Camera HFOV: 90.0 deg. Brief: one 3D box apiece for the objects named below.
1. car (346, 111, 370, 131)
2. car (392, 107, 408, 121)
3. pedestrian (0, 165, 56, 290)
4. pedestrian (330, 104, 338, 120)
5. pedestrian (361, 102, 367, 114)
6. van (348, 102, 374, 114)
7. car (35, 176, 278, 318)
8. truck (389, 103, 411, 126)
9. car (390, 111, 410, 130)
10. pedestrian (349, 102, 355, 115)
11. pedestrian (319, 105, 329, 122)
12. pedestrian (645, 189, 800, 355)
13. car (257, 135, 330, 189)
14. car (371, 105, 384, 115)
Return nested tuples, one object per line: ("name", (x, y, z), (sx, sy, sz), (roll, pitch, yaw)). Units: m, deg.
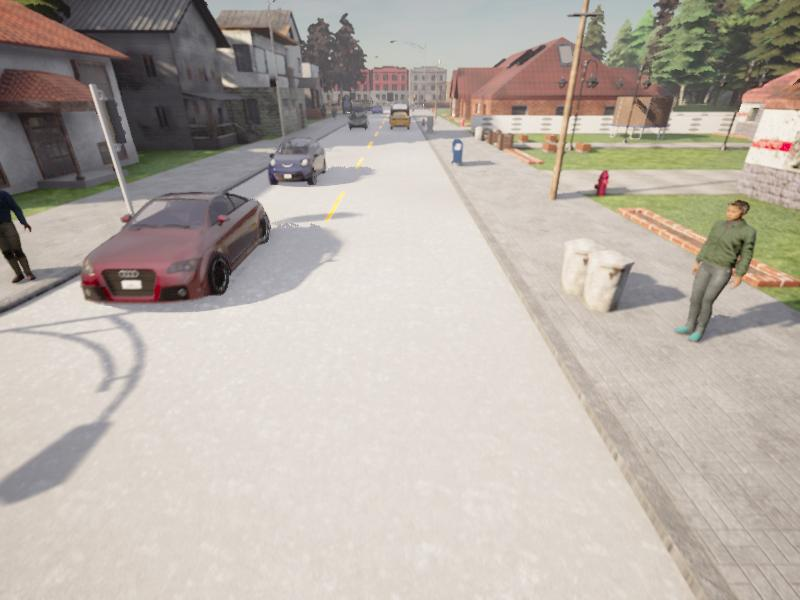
("car", (-4.002, -17.461, 38.928), (1.851, 1.617, 3.988), (0, 27, 0))
("car", (-0.012, -24.955, 53.647), (2.128, 1.511, 4.902), (0, 27, 0))
("pedestrian", (-6.621, -1.196, 6.650), (0.751, 1.860, 0.751), (-14, 30, -26))
("pedestrian", (-8.530, -24.430, 51.961), (0.751, 1.860, 0.751), (2, 27, 3))
("pedestrian", (-6.258, -33.197, 69.041), (0.751, 1.860, 0.751), (9, 28, 16))
("van", (-7.479, -36.855, 76.818), (4.442, 1.987, 1.775), (-8, 28, -15))
("car", (-3.999, -1.292, 7.655), (1.994, 1.385, 4.181), (0, 27, 0))
("truck", (-0.003, -21.687, 46.630), (2.390, 2.098, 6.274), (0, 27, 0))
("car", (0.000, -18.031, 40.114), (1.882, 1.535, 5.008), (0, 27, 0))
("pedestrian", (-7.715, -30.709, 64.189), (0.751, 1.860, 0.751), (4, 27, 9))
("pedestrian", (-9.131, -22.457, 48.114), (0.751, 1.860, 0.751), (4, 27, 8))
("pedestrian", (3.920, -0.351, 4.997), (0.751, 1.860, 0.751), (-7, 28, -13))
("car", (-3.998, -5.519, 15.723), (1.845, 1.501, 3.633), (0, 27, 0))
("car", (-3.996, -34.104, 71.726), (2.007, 1.525, 4.514), (0, 27, 0))
